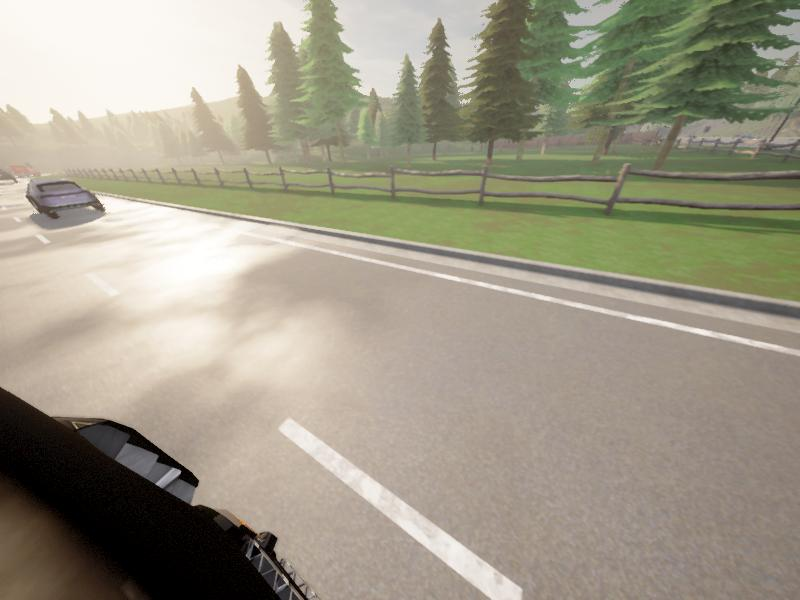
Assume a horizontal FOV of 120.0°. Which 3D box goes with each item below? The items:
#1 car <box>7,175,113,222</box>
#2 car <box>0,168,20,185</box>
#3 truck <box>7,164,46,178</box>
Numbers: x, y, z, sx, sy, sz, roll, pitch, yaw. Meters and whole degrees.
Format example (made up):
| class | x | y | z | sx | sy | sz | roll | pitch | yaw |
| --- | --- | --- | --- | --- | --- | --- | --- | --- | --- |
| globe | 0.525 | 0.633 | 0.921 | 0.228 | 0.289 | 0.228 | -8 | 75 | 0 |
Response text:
| class | x | y | z | sx | sy | sz | roll | pitch | yaw |
| --- | --- | --- | --- | --- | --- | --- | --- | --- | --- |
| car | -17.717 | -5.423 | 12.040 | 4.856 | 1.649 | 2.033 | 16 | 38 | 27 |
| car | -63.714 | -19.776 | 36.896 | 5.566 | 2.045 | 2.150 | 18 | 39 | 28 |
| truck | -89.058 | -30.887 | 55.221 | 2.627 | 2.467 | 5.204 | -24 | 39 | -28 |
